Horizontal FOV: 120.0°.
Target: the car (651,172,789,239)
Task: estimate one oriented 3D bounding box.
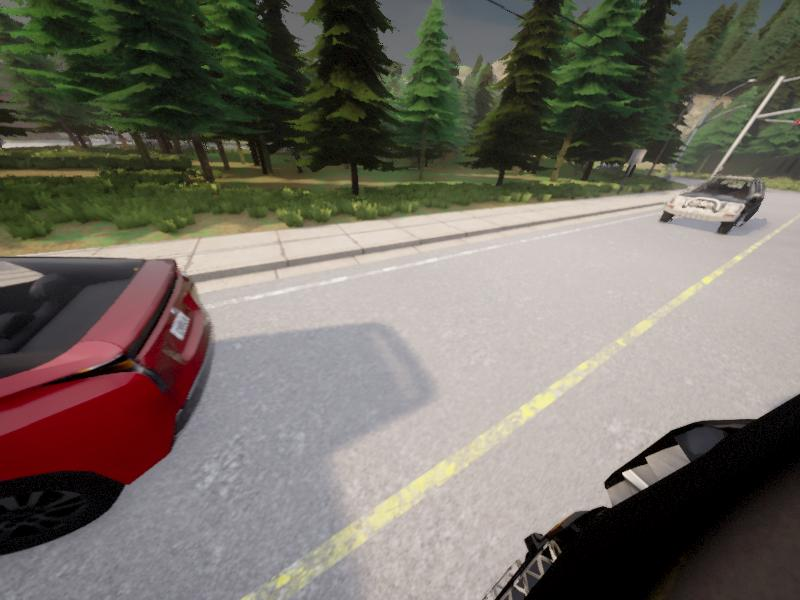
[{"bbox_3d":[12.891,-3.992,9.346,4.605,1.855,1.932,-16,38,-26],"label":"car"}]

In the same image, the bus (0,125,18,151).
[{"bbox_3d":[-42.488,-15.821,20.657,3.944,4.253,10.273,-16,39,-27],"label":"bus"}]

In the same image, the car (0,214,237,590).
[{"bbox_3d":[-3.739,0.774,1.125,4.514,1.525,2.007,-15,37,-25],"label":"car"}]
